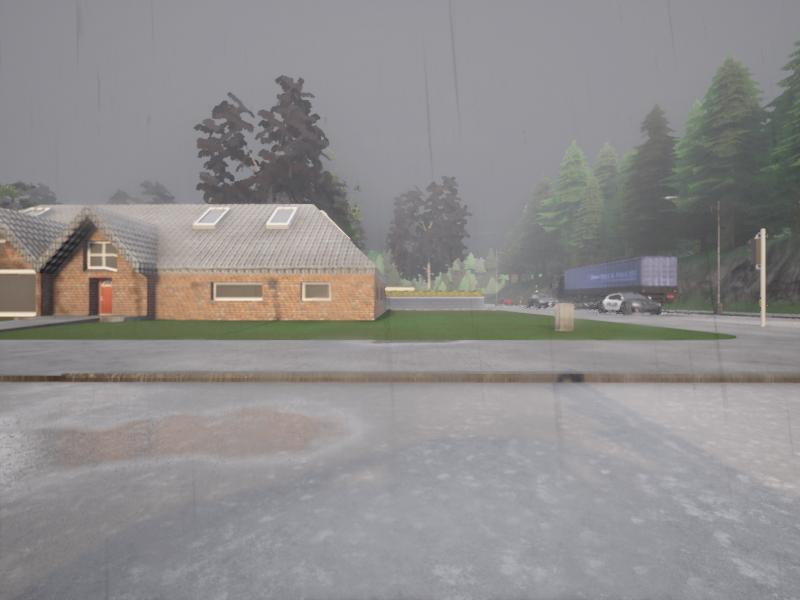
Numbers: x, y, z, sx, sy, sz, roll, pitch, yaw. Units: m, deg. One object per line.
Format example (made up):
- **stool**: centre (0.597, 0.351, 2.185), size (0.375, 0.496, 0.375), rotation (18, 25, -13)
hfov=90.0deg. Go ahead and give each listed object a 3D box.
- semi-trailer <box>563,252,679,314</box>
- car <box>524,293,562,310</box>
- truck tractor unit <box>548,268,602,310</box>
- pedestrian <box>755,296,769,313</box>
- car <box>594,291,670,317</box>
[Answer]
- **semi-trailer**: centre (18.765, -1.225, 35.762), size (2.717, 4.402, 14.254), rotation (0, 0, 1)
- **car**: centre (14.884, 0.174, 41.949), size (2.152, 1.651, 5.027), rotation (0, 0, 1)
- **truck tractor unit**: centre (18.896, -1.126, 43.676), size (3.053, 4.208, 6.516), rotation (0, 0, 1)
- **pedestrian**: centre (23.236, 0.304, 25.675), size (0.500, 1.100, 0.500), rotation (0, 0, -9)
- **car**: centre (14.725, 0.219, 25.825), size (2.038, 1.542, 4.974), rotation (0, 0, 1)
